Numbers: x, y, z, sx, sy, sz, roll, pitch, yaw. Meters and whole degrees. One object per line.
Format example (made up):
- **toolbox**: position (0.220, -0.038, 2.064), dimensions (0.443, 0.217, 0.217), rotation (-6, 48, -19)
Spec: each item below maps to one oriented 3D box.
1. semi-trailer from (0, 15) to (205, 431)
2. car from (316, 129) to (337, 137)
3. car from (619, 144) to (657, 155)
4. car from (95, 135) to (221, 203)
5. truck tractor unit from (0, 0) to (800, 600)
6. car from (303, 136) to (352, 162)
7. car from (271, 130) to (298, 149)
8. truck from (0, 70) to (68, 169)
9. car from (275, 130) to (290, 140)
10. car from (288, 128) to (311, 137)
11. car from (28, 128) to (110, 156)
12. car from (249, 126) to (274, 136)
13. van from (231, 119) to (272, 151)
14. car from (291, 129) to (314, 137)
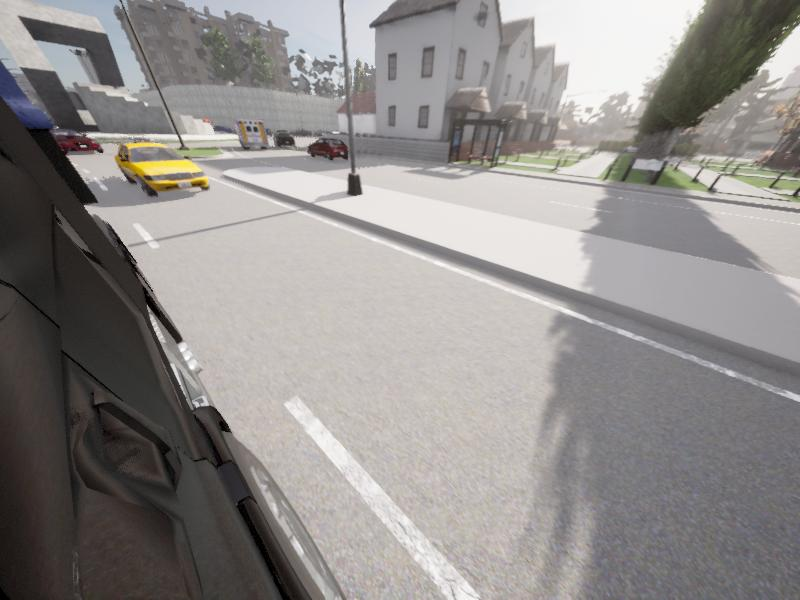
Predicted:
- **semi-trailer**: position (-8.917, -3.422, 4.043), dimensions (14.254, 4.402, 2.717), rotation (25, 42, 28)
- **car**: position (-19.115, -43.528, 60.381), dimensions (2.038, 1.542, 4.974), rotation (29, 44, 31)
- **car**: position (47.283, -29.984, 46.026), dimensions (4.974, 1.542, 2.038), rotation (29, 44, 32)
- **car**: position (-9.275, -5.171, 8.792), dimensions (5.366, 1.575, 1.801), rotation (26, 42, 29)
- **truck tractor unit**: position (-2.645, -0.295, 0.351), dimensions (6.516, 4.208, 3.053), rotation (28, 44, 30)
- **car**: position (-6.034, -12.666, 19.274), dimensions (4.193, 1.474, 1.816), rotation (31, 45, 33)
- **car**: position (-13.881, -19.243, 27.591), dimensions (1.930, 1.638, 5.238), rotation (-17, 41, -24)
- **truck**: position (-22.163, -9.389, 11.835), dimensions (8.468, 3.827, 2.891), rotation (20, 40, 22)
- **car**: position (-22.026, -30.856, 43.169), dimensions (1.895, 1.301, 4.718), rotation (-16, 40, -23)
- **car**: position (-25.479, -42.593, 58.716), dimensions (2.038, 1.542, 4.974), rotation (29, 44, 31)
- **car**: position (-23.244, -11.161, 16.252), dimensions (4.181, 1.385, 1.994), rotation (18, 39, 20)
- **car**: position (-31.270, -38.119, 52.192), dimensions (4.856, 1.649, 2.033), rotation (15, 38, 17)
- **van**: position (-15.665, -17.328, 24.213), dimensions (2.351, 2.431, 6.366), rotation (-20, 42, -27)
- **car**: position (-23.714, -40.610, 56.202), dimensions (1.812, 1.442, 4.674), rotation (30, 44, 32)
